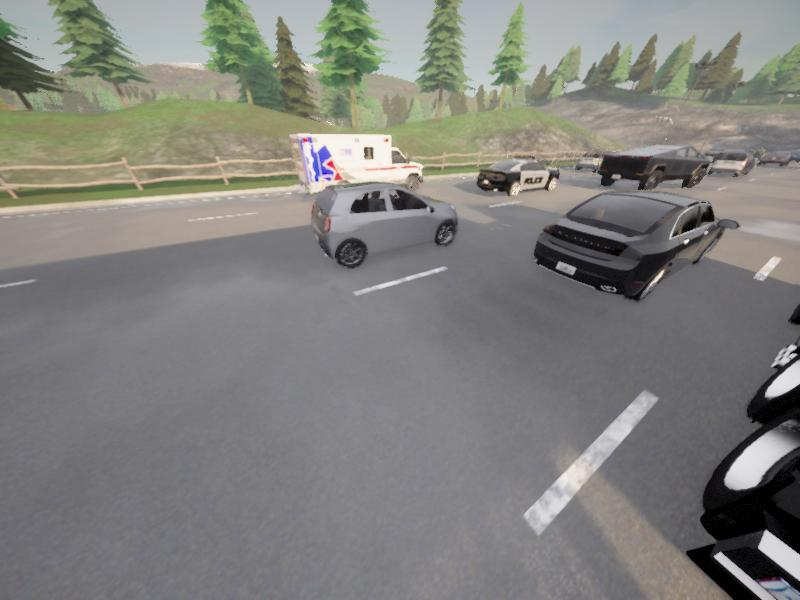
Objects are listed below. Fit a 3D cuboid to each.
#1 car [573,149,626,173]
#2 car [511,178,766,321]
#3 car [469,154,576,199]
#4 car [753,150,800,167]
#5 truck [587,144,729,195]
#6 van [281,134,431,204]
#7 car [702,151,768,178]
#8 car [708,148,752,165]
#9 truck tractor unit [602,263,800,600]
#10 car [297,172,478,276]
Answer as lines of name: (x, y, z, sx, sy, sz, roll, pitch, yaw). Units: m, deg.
car: (18.104, -12.704, 21.002, 3.988, 1.617, 1.851, -18, 39, -24)
car: (4.922, -1.435, 4.798, 4.892, 1.490, 1.837, -18, 39, -24)
car: (6.376, -6.587, 12.083, 5.238, 1.638, 1.930, -18, 39, -24)
car: (43.040, -16.128, 26.323, 5.357, 1.411, 2.033, -18, 39, -24)
truck: (14.432, -7.496, 13.059, 6.274, 2.098, 2.390, -12, 37, -17)
van: (-1.852, -6.534, 11.248, 6.366, 2.431, 2.351, -18, 39, -24)
car: (26.862, -10.941, 18.545, 3.988, 1.617, 1.851, -18, 39, -24)
car: (40.715, -17.739, 28.491, 5.008, 1.535, 1.882, -18, 39, -24)
truck tractor unit: (5.111, -0.301, 0.785, 6.516, 4.208, 3.053, -18, 39, -24)
car: (-0.255, -2.070, 5.635, 3.633, 1.501, 1.845, -18, 39, -24)
